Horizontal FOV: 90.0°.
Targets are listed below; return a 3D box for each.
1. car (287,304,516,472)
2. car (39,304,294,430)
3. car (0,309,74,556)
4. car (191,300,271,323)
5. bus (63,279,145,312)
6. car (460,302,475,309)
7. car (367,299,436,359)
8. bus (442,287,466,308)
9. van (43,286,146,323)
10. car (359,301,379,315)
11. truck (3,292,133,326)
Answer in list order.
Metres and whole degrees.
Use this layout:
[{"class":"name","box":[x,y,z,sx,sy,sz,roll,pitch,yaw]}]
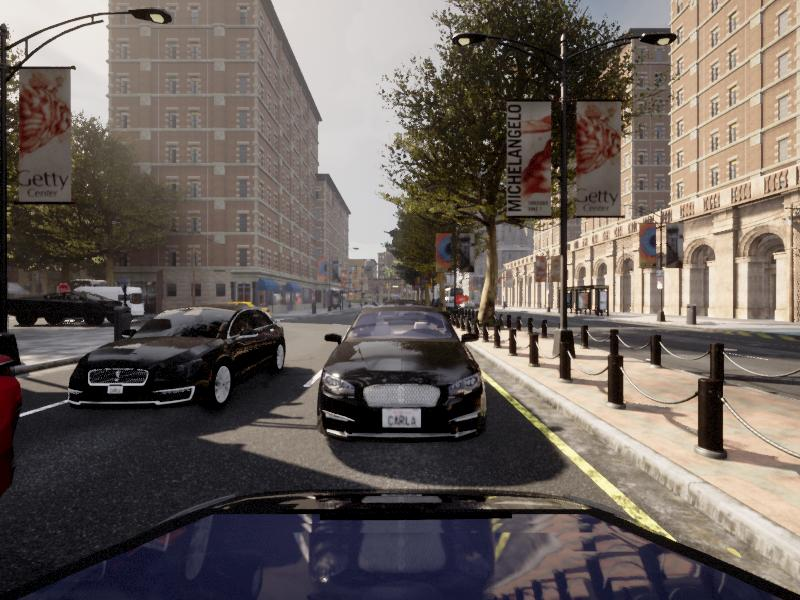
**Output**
[{"class":"car","box":[0.023,0.836,6.166,2.128,1.511,4.902,0,0,0]},{"class":"car","box":[-3.503,0.845,7.333,1.837,1.490,4.892,0,0,0]},{"class":"car","box":[-3.495,0.828,0.791,2.007,1.525,4.514,0,0,0]},{"class":"car","box":[-12.365,0.801,29.640,5.366,1.575,1.801,0,0,-19]},{"class":"bus","box":[-41.475,-0.538,56.711,3.944,4.253,10.273,0,0,0]},{"class":"car","box":[11.736,0.942,70.013,1.895,1.301,4.718,0,0,0]},{"class":"car","box":[0.043,0.788,12.806,1.851,1.617,3.988,0,0,0]},{"class":"bus","box":[11.676,-0.538,88.180,3.944,4.253,10.273,0,0,0]},{"class":"van","box":[-22.001,0.323,28.989,5.915,2.561,1.988,0,0,-1]},{"class":"car","box":[-3.351,0.827,44.086,1.845,1.501,3.633,0,0,0]},{"class":"truck","box":[-20.892,0.542,25.433,6.274,2.098,2.390,0,0,-1]}]
